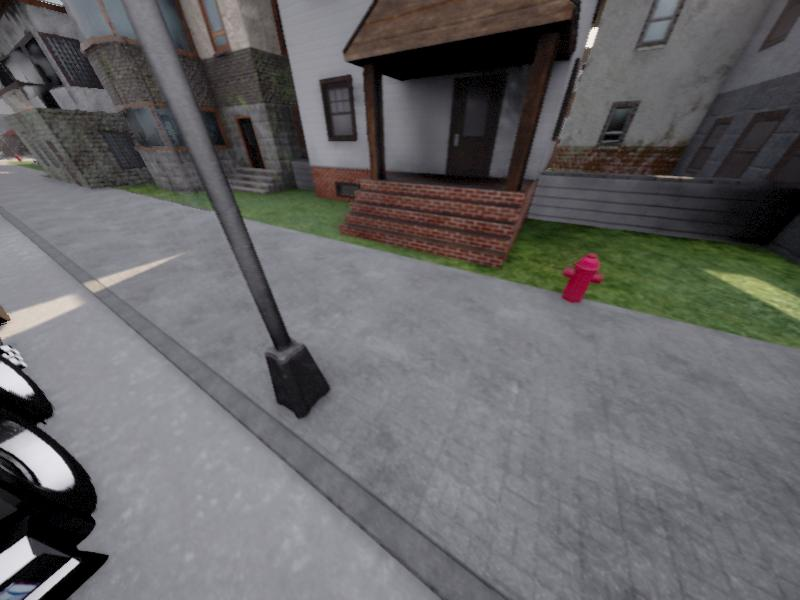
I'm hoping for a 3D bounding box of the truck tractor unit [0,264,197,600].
[{"bbox_3d":[-5.114,-0.298,0.777,6.516,4.208,3.053,18,39,24],"label":"truck tractor unit"}]
